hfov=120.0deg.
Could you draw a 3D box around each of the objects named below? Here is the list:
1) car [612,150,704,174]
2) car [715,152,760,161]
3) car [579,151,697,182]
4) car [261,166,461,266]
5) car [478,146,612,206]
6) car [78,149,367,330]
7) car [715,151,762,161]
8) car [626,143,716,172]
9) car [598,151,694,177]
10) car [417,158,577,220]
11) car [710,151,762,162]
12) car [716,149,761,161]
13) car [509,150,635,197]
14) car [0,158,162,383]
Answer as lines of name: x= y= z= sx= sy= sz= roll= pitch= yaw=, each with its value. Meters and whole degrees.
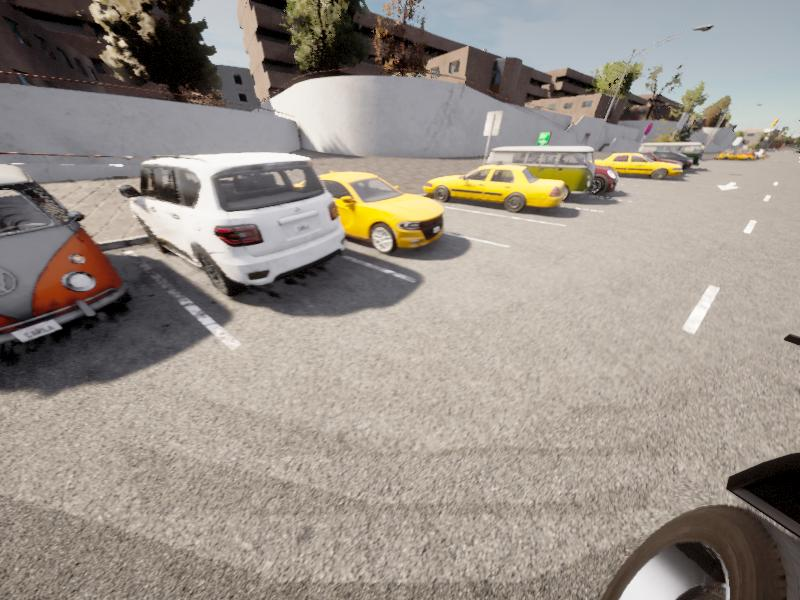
car: x=20.748 y=-11.392 z=18.998 sx=4.674 sy=1.452 sz=2.002 roll=21 pitch=40 yaw=29
car: x=70.873 y=-30.293 z=48.615 sx=4.792 sy=1.488 sz=2.163 roll=22 pitch=39 yaw=28
car: x=16.020 y=-9.421 z=16.089 sx=5.366 sy=1.575 sz=1.946 roll=21 pitch=40 yaw=28
car: x=-1.218 y=-2.646 z=6.376 sx=5.008 sy=1.535 sz=2.097 roll=21 pitch=40 yaw=28
car: x=6.201 y=-5.725 z=10.394 sx=4.442 sy=1.987 sz=1.878 roll=21 pitch=40 yaw=28
car: x=-3.682 y=-1.877 z=4.844 sx=5.566 sy=2.045 sz=2.435 roll=21 pitch=40 yaw=29
car: x=73.189 y=-31.292 z=50.115 sx=5.366 sy=1.575 sz=1.946 roll=22 pitch=39 yaw=28
car: x=23.284 y=-12.554 z=20.199 sx=4.442 sy=1.987 sz=1.878 roll=21 pitch=40 yaw=29
car: x=18.307 y=-10.421 z=17.604 sx=4.674 sy=1.452 sz=2.002 roll=21 pitch=40 yaw=29
car: x=3.510 y=-4.657 z=9.256 sx=5.366 sy=1.575 sz=1.946 roll=21 pitch=40 yaw=29
car: x=66.166 y=-28.415 z=45.616 sx=5.366 sy=1.575 sz=1.946 roll=22 pitch=39 yaw=28
car: x=68.556 y=-29.542 z=46.967 sx=4.442 sy=1.987 sz=1.878 roll=22 pitch=39 yaw=28
car: x=8.520 y=-6.664 z=11.920 sx=4.553 sy=1.767 sz=2.185 roll=21 pitch=40 yaw=29
car: x=-6.000 y=-0.826 z=3.402 sx=4.442 sy=1.987 sz=1.878 roll=21 pitch=40 yaw=29
